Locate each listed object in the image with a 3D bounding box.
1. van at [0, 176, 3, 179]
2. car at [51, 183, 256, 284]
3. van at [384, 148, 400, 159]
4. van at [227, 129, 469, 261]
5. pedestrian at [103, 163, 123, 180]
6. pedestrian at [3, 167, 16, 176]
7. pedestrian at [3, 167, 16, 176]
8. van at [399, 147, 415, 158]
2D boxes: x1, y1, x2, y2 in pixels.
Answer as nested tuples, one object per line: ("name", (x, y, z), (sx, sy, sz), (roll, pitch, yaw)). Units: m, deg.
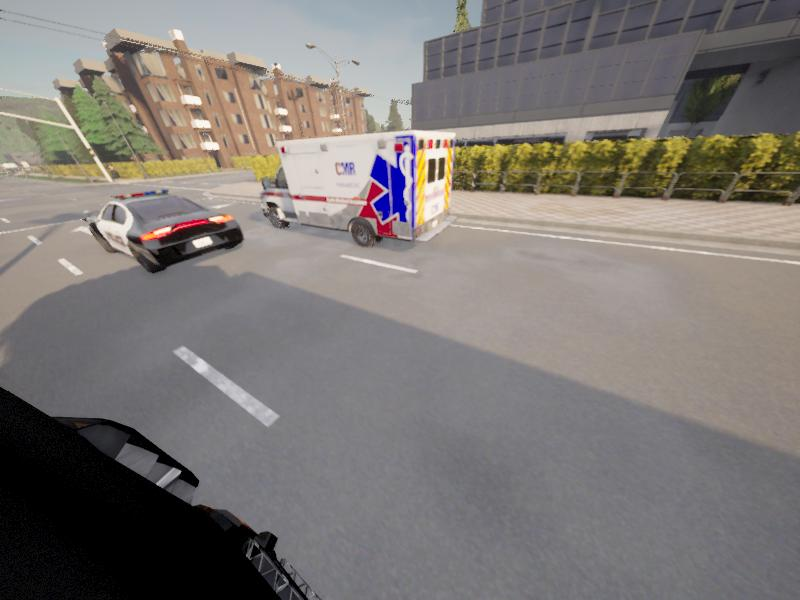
("van", (-87.253, -26.883, 48.769), (5.915, 2.561, 1.988), (16, 38, 26))
("car", (-6.611, -2.082, 6.223), (4.974, 1.542, 2.038), (16, 38, 26))
("van", (-1.952, -37.074, 58.329), (2.069, 2.038, 4.480), (16, 38, 26))
("van", (-1.629, -3.262, 6.825), (6.366, 2.431, 2.351), (16, 38, 26))
("pedestrian", (-37.574, -16.875, 30.260), (0.751, 1.860, 0.751), (16, 38, 26))
("pedestrian", (-97.076, -31.987, 57.482), (0.751, 1.860, 0.751), (13, 37, 23))
("pedestrian", (-96.402, -31.694, 56.988), (0.751, 1.860, 0.751), (12, 36, 21))
("van", (1.741, -36.849, 57.716), (2.069, 2.038, 4.480), (16, 38, 26))
